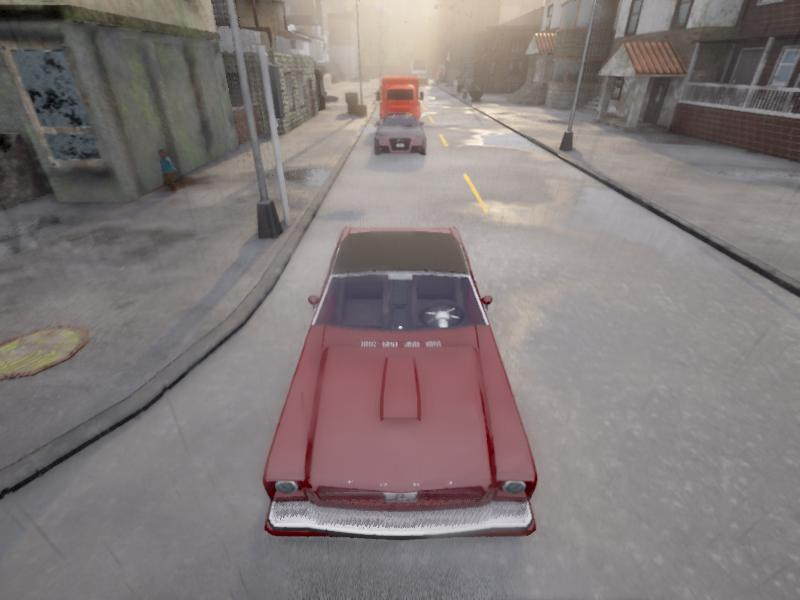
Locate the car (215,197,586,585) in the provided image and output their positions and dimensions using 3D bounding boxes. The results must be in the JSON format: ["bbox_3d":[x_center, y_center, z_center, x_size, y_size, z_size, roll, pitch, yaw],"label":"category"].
[{"bbox_3d":[0.004,0.176,4.412,1.895,1.301,4.718,0,30,0],"label":"car"}]

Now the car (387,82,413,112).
[{"bbox_3d":[0.009,-16.185,31.782,1.905,1.878,3.866,0,31,0],"label":"car"}]

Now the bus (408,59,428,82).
[{"bbox_3d":[3.904,-50.937,88.832,3.944,4.253,10.273,0,30,0],"label":"bus"}]

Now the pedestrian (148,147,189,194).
[{"bbox_3d":[-6.000,-3.361,10.395,0.500,1.100,0.500,0,30,0],"label":"pedestrian"}]

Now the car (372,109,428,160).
[{"bbox_3d":[0.008,-6.867,16.377,1.994,1.385,4.181,0,30,0],"label":"car"}]

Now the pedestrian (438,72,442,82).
[{"bbox_3d":[8.487,-47.559,85.183,0.751,1.860,0.751,-1,30,-2],"label":"pedestrian"}]

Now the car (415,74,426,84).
[{"bbox_3d":[4.022,-44.169,79.961,1.882,1.535,5.008,0,30,0],"label":"car"}]

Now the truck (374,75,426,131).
[{"bbox_3d":[0.009,-11.583,23.311,2.627,2.467,5.204,0,32,0],"label":"truck"}]

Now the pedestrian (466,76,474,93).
[{"bbox_3d":[8.716,-26.991,50.031,0.751,1.860,0.751,0,30,0],"label":"pedestrian"}]
